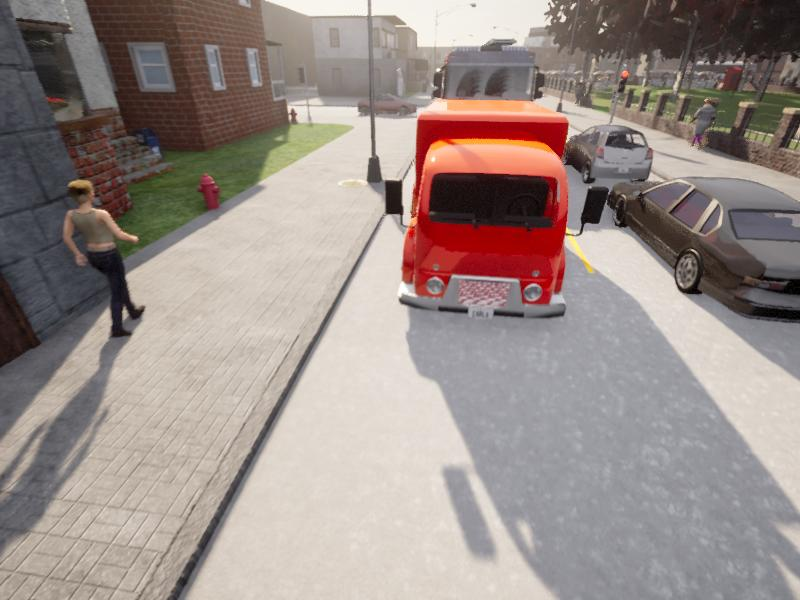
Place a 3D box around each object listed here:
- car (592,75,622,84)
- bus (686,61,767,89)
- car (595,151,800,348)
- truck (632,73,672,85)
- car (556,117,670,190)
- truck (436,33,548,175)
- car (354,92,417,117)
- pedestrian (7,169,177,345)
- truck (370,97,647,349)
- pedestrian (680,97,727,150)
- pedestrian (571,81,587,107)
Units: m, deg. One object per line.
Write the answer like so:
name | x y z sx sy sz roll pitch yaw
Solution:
car | 43.246 -46.010 83.503 5.008 1.535 1.882 4 31 7
bus | 60.897 -42.367 75.161 3.944 4.253 10.273 -13 33 -22
car | 5.430 -1.346 6.969 2.033 1.411 5.357 4 31 6
truck | 51.902 -45.529 82.431 6.274 2.098 2.390 4 31 7
car | 6.455 -4.749 12.662 1.845 1.501 3.633 3 30 5
truck | 3.174 -7.890 15.732 2.891 3.827 8.468 4 31 6
car | -0.922 -13.741 28.133 4.181 1.385 1.994 2 30 4
pedestrian | -3.438 -0.475 4.673 0.751 1.860 0.751 4 31 6
truck | 1.352 -1.848 6.732 2.627 2.467 5.204 4 30 7
pedestrian | 12.276 -7.146 16.227 0.751 1.860 0.751 4 31 7
pedestrian | 15.081 -17.396 33.773 0.751 1.860 0.751 4 31 7
